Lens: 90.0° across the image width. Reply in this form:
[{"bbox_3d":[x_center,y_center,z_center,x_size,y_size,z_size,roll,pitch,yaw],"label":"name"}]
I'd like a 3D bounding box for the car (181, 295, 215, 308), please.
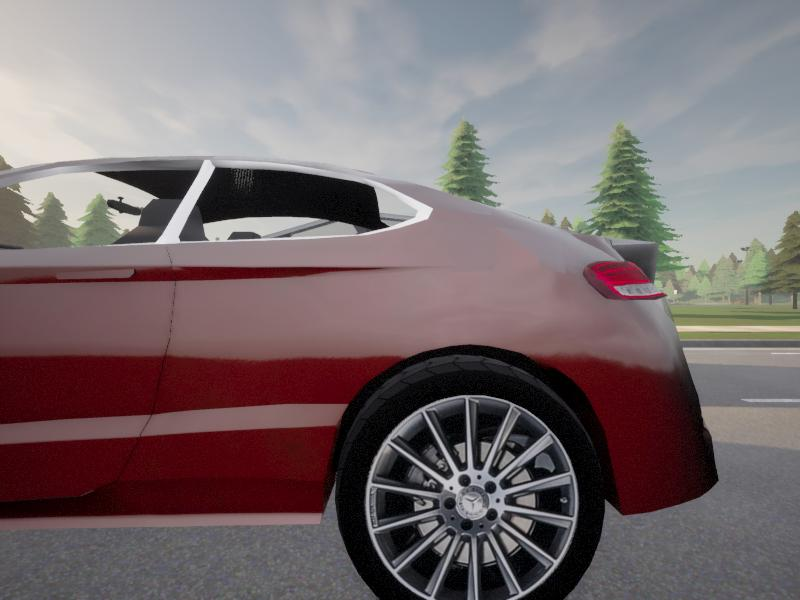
[{"bbox_3d":[-26.482,0.154,52.641,2.033,1.649,4.856,0,0,1],"label":"car"}]

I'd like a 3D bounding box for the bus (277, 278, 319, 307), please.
[{"bbox_3d":[-15.730,-1.152,62.832,3.944,4.253,10.273,0,1,1],"label":"bus"}]

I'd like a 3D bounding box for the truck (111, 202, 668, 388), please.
[{"bbox_3d":[-0.117,-0.058,5.701,6.274,2.098,2.390,0,0,0],"label":"truck"}]

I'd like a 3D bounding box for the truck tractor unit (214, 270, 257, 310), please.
[{"bbox_3d":[-22.646,-1.516,55.423,3.053,4.208,6.516,8,10,-3],"label":"truck tractor unit"}]

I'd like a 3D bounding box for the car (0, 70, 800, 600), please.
[{"bbox_3d":[-1.307,0.179,2.200,5.027,1.651,2.152,0,0,0],"label":"car"}]

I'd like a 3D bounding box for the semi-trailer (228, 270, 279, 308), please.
[{"bbox_3d":[-22.834,-1.453,63.579,2.717,4.402,14.254,-1,-5,0],"label":"semi-trailer"}]
